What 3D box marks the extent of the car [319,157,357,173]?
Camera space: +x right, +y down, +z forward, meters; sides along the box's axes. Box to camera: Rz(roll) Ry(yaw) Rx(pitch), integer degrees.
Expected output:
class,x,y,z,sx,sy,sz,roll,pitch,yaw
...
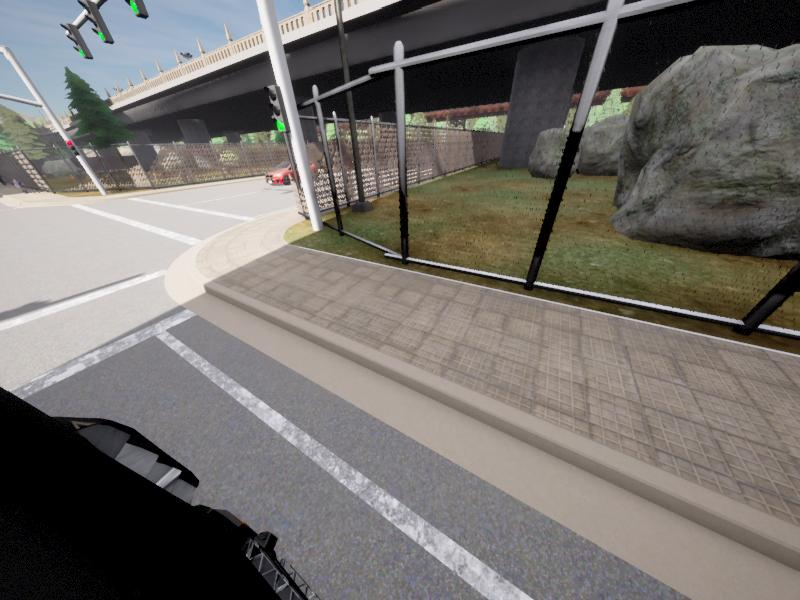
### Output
class,x,y,z,sx,sy,sz,roll,pitch,yaw
car,-7.462,-16.426,28.106,1.994,1.385,4.181,16,38,26

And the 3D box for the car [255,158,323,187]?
class,x,y,z,sx,sy,sz,roll,pitch,yaw
car,-9.229,-10.958,19.738,2.242,1.667,4.611,16,38,26

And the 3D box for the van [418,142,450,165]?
class,x,y,z,sx,sy,sz,roll,pitch,yaw
van,5.055,-21.582,33.948,2.351,2.431,6.366,16,38,26

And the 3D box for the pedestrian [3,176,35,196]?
class,x,y,z,sx,sy,sz,roll,pitch,yaw
pedestrian,-31.050,-9.320,18.863,0.751,1.300,0.751,22,41,32

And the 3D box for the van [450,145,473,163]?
class,x,y,z,sx,sy,sz,roll,pitch,yaw
van,9.025,-21.466,33.869,1.775,1.987,4.442,16,38,26

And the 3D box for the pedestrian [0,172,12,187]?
class,x,y,z,sx,sy,sz,roll,pitch,yaw
pedestrian,-48.872,-14.914,28.147,0.751,1.860,0.751,14,37,24
